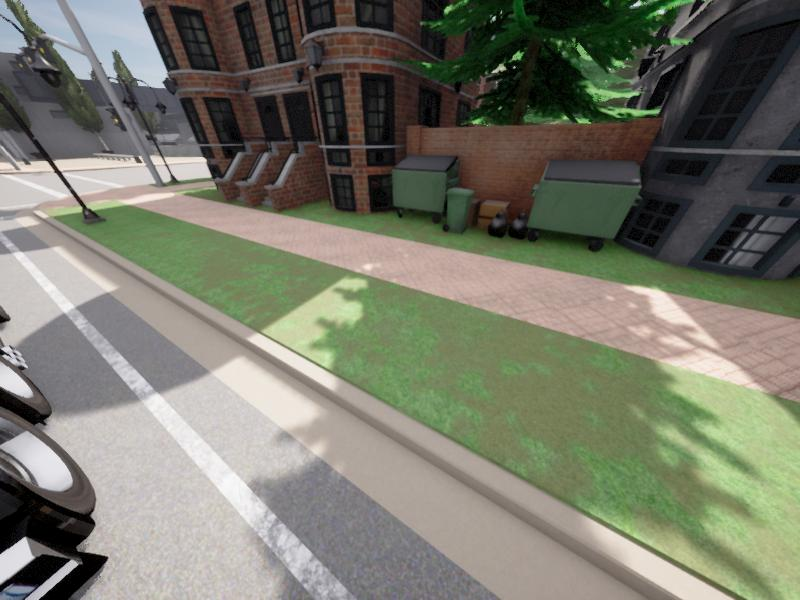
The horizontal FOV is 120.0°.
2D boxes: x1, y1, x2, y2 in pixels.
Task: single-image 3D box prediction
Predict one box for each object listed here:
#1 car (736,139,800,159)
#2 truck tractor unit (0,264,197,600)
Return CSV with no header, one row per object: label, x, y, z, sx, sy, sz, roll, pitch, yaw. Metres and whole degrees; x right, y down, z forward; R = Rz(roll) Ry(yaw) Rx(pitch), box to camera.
car,49.667,-20.404,31.048,2.150,2.045,5.566,11,37,16
truck tractor unit,-5.116,-0.294,0.788,6.516,4.208,3.053,18,39,24
